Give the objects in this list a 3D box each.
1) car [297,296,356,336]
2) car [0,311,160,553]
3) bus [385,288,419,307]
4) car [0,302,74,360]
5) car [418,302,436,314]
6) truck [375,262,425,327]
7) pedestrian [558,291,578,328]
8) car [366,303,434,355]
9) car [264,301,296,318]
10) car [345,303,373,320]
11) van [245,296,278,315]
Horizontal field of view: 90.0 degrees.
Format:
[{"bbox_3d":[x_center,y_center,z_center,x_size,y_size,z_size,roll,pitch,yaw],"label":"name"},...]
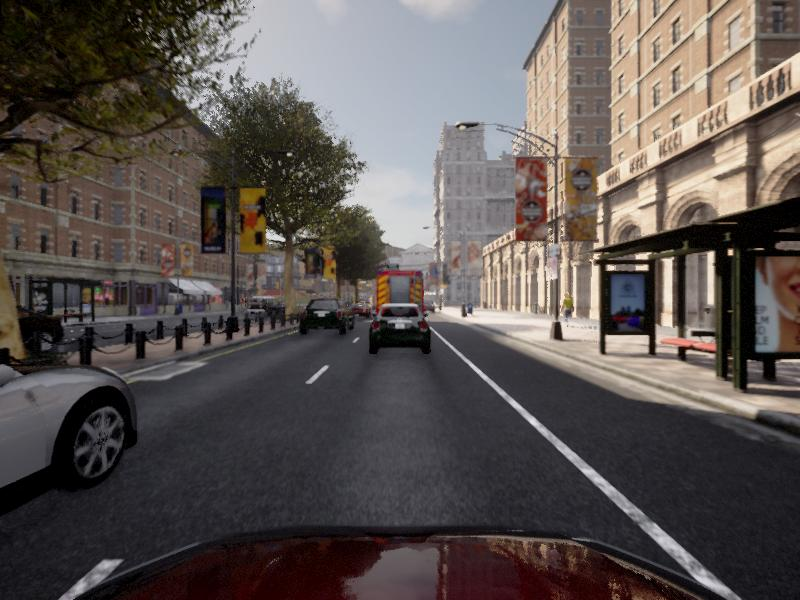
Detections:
[{"bbox_3d":[-3.503,0.694,19.993,2.097,1.767,4.553,0,0,0],"label":"car"},{"bbox_3d":[-3.505,0.853,2.290,1.970,1.475,3.806,0,0,0],"label":"car"},{"bbox_3d":[0.301,-0.522,97.667,3.944,4.253,10.273,-3,1,-26],"label":"bus"},{"bbox_3d":[-11.501,0.823,10.458,1.882,1.535,5.008,0,0,0],"label":"car"},{"bbox_3d":[3.247,0.941,49.118,1.895,1.301,4.718,0,0,0],"label":"car"},{"bbox_3d":[0.004,-0.320,27.673,2.891,3.827,8.468,0,0,0],"label":"truck"},{"bbox_3d":[8.779,0.486,20.937,0.751,1.860,0.751,0,0,2],"label":"pedestrian"},{"bbox_3d":[-0.005,0.854,13.426,1.970,1.475,3.806,0,0,0],"label":"car"},{"bbox_3d":[-11.502,0.856,38.495,1.816,1.474,4.193,0,0,0],"label":"car"},{"bbox_3d":[-3.502,0.946,34.965,1.895,1.301,4.718,0,0,0],"label":"car"},{"bbox_3d":[-15.001,0.574,43.590,2.069,2.038,4.480,0,0,0],"label":"van"}]
